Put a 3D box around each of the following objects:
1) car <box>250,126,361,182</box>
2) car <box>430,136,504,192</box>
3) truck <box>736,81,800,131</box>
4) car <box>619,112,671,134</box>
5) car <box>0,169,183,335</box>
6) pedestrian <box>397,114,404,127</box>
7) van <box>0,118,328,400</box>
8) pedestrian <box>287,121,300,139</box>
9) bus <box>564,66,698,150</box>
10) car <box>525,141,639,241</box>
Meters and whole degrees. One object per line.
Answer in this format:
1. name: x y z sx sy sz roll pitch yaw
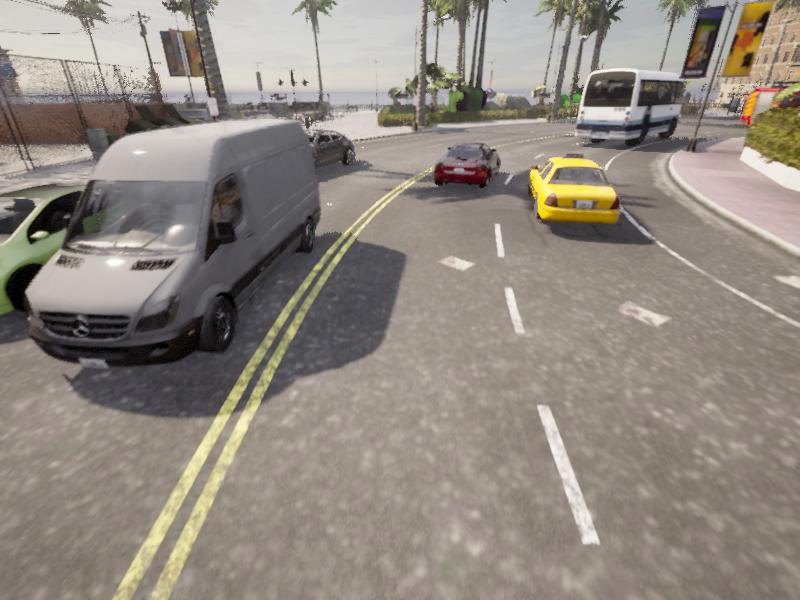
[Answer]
1. car: -3.846 -6.522 17.461 2.152 1.651 5.027 10 29 19
2. car: 2.700 -5.393 15.509 1.994 1.385 4.181 9 29 17
3. truck: 35.999 -17.844 36.721 8.468 3.827 2.891 -10 29 -18
4. car: 21.060 -15.307 34.463 3.806 1.475 1.970 -16 31 -28
5. car: -6.425 -1.229 7.337 2.007 1.525 4.514 2 27 5
6. pedestrian: 0.068 -16.893 37.694 0.500 1.100 0.500 -24 36 -38
7. van: -3.066 -1.420 6.582 1.988 2.561 5.915 2 27 6
8. pedestrian: -7.555 -12.059 28.386 0.500 1.100 0.500 18 33 31
9. bus: 15.711 -12.967 26.952 10.273 4.253 3.944 -24 35 -38
10. car: 4.739 -3.349 11.309 1.801 1.575 5.366 6 28 11
